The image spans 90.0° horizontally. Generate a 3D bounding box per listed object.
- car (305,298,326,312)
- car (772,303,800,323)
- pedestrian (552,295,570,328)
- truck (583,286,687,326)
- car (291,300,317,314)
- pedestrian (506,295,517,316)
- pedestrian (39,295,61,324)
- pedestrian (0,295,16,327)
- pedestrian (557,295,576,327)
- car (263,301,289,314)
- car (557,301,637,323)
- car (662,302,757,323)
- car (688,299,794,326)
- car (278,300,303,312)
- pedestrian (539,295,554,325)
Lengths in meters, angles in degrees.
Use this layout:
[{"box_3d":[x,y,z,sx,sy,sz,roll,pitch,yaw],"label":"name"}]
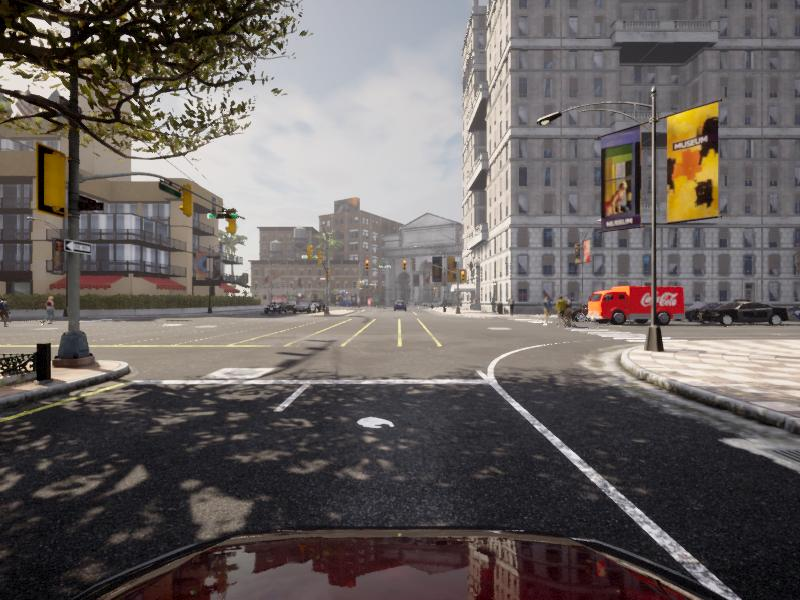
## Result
[{"box_3d":[-11.485,0.651,54.488,1.932,1.855,4.605,0,0,0],"label":"car"},{"box_3d":[30.305,0.907,29.334,4.181,1.385,1.994,0,0,-1],"label":"car"},{"box_3d":[9.278,0.634,23.046,0.751,1.860,0.751,0,0,2],"label":"pedestrian"},{"box_3d":[14.980,0.357,25.775,5.204,2.467,2.627,0,0,0],"label":"truck"},{"box_3d":[-11.489,0.825,48.237,2.038,1.542,4.974,0,0,0],"label":"car"},{"box_3d":[9.910,0.484,35.497,0.751,1.860,0.751,0,0,-2],"label":"pedestrian"},{"box_3d":[-22.815,0.637,26.091,0.751,1.860,0.751,0,0,1],"label":"pedestrian"},{"box_3d":[-23.506,0.637,23.748,0.751,1.860,0.751,0,0,1],"label":"pedestrian"},{"box_3d":[9.927,0.637,23.824,0.751,1.860,0.751,0,0,-16],"label":"pedestrian"},{"box_3d":[-14.984,0.852,48.417,1.970,1.475,3.806,0,0,0],"label":"car"},{"box_3d":[14.338,0.845,29.282,4.892,1.490,1.837,0,0,0],"label":"car"},{"box_3d":[22.577,0.894,29.316,5.357,1.411,2.033,0,0,0],"label":"car"},{"box_3d":[21.859,0.770,25.810,5.238,1.638,1.930,0,0,0],"label":"car"},{"box_3d":[-14.985,0.770,55.106,1.930,1.638,5.238,0,0,0],"label":"car"},{"box_3d":[9.498,0.637,25.936,0.751,1.860,0.751,0,0,2],"label":"pedestrian"}]
